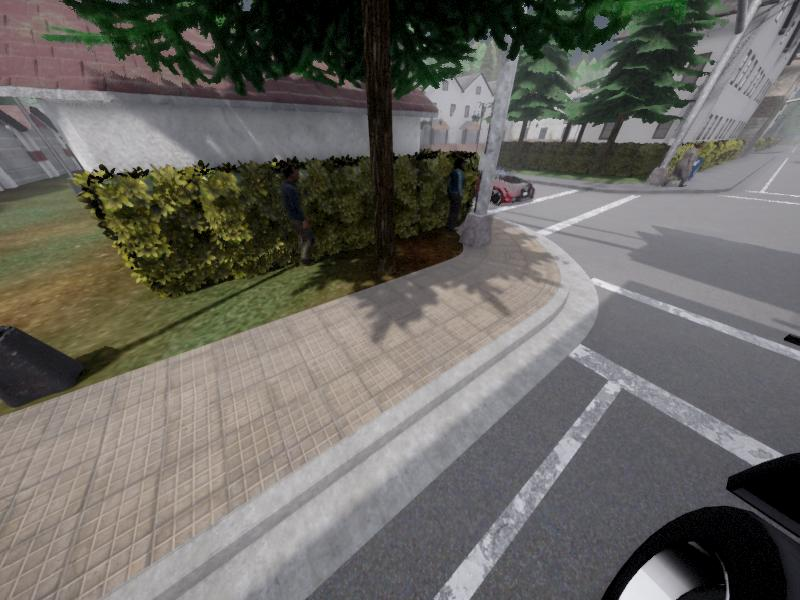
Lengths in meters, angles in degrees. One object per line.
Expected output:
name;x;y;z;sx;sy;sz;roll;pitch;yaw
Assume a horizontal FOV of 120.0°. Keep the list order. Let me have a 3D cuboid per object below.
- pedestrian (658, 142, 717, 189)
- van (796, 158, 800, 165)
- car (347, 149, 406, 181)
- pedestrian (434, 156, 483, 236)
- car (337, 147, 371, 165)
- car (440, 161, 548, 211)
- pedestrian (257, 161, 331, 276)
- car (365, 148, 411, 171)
pedestrian;13.438;-6.323;10.885;0.751;1.860;0.751;7;36;10
van;39.869;-13.905;21.607;4.480;2.038;2.069;-22;41;-28
car;-1.905;-10.578;17.868;2.152;1.651;5.027;-22;41;-28
pedestrian;1.532;-2.847;6.357;0.751;1.860;0.751;-15;38;-19
car;-5.451;-17.005;27.093;1.882;1.535;5.008;-22;41;-28
car;4.104;-5.524;10.873;1.994;1.385;4.181;-22;41;-27
pedestrian;-1.967;-1.538;4.436;0.751;1.860;0.751;-19;39;-25
car;-1.236;-13.529;22.128;1.882;1.535;5.008;-22;41;-28
